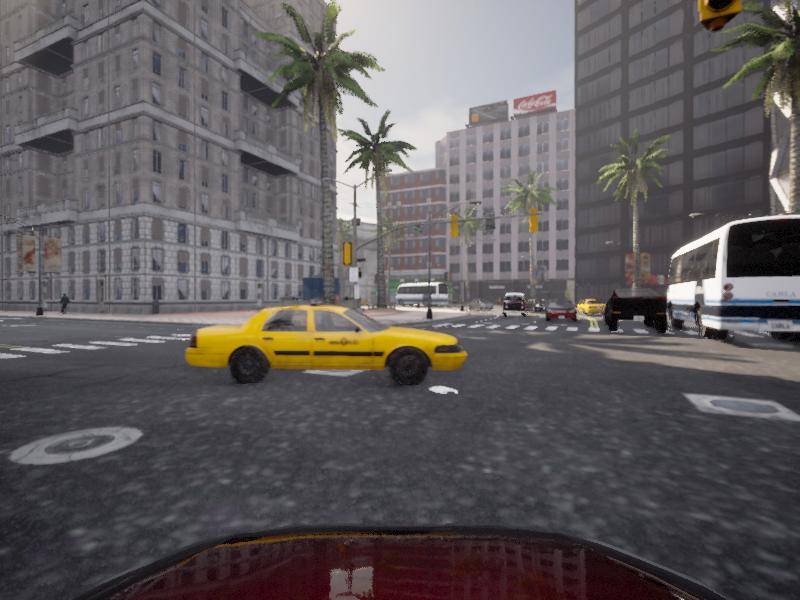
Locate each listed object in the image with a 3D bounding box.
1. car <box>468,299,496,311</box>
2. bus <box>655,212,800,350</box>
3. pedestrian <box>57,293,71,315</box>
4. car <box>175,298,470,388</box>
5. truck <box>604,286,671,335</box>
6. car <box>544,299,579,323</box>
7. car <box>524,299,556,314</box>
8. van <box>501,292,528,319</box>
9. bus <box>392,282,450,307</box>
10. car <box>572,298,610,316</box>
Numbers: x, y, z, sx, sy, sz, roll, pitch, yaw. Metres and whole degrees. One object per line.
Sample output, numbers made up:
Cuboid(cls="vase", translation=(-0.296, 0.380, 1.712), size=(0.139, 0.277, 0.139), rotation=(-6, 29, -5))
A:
Cuboid(cls="car", translation=(10.075, 0.580, 49.217), size=(1.845, 1.501, 3.633), rotation=(0, 1, -16))
Cuboid(cls="bus", translation=(14.074, -0.621, 17.229), size=(3.944, 4.253, 10.273), rotation=(0, 0, 25))
Cuboid(cls="pedestrian", translation=(-28.578, 0.318, 34.055), size=(0.751, 1.860, 0.751), rotation=(0, 0, 38))
Cuboid(cls="car", translation=(-1.393, 0.760, 8.086), size=(5.366, 1.575, 1.801), rotation=(0, 0, 3))
Cuboid(cls="truck", translation=(11.936, 0.438, 20.576), size=(2.390, 2.098, 6.274), rotation=(0, 0, 25))
Cuboid(cls="car", translation=(11.423, 0.709, 28.367), size=(2.163, 1.488, 4.792), rotation=(0, 0, 22))
Cuboid(cls="car", translation=(14.383, 0.645, 41.446), size=(1.970, 1.475, 3.806), rotation=(0, 0, 0))
Cuboid(cls="van", translation=(9.645, 0.402, 33.640), size=(2.069, 2.038, 4.480), rotation=(1, 1, 17))
Cuboid(cls="bus", translation=(3.685, -0.896, 72.380), size=(10.273, 4.253, 3.944), rotation=(0, 0, 41))
Cuboid(cls="car", translation=(17.580, 0.615, 37.124), size=(1.801, 1.575, 5.366), rotation=(0, 0, 9))
